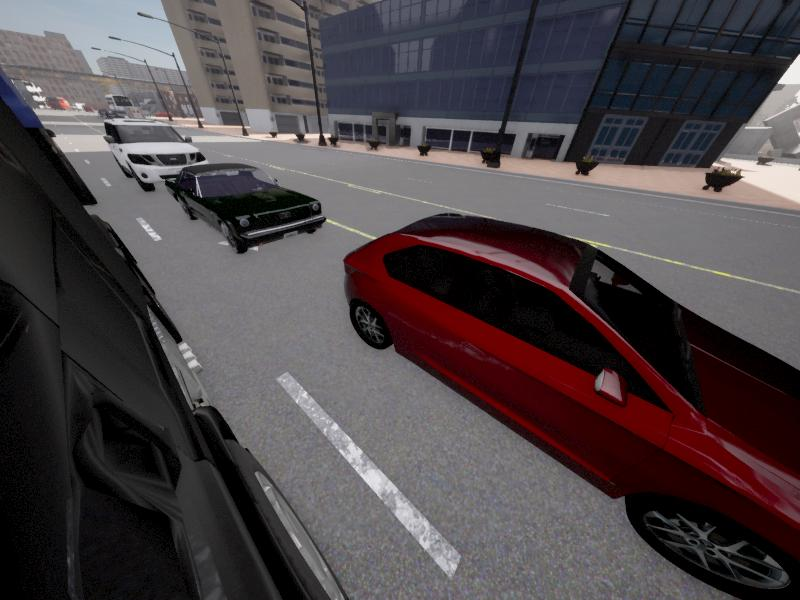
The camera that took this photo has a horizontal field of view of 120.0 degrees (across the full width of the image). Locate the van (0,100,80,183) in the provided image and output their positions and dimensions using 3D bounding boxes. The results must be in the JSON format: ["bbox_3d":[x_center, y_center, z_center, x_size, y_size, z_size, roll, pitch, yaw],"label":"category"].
[{"bbox_3d":[-16.571,-6.880,9.791,6.366,2.431,2.351,28,44,30],"label":"van"}]

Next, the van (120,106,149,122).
[{"bbox_3d":[-57.658,-40.372,50.139,6.366,2.431,2.351,29,44,28],"label":"van"}]

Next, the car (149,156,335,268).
[{"bbox_3d":[-3.915,-2.477,5.626,4.718,1.301,1.895,28,44,30],"label":"car"}]

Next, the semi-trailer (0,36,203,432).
[{"bbox_3d":[-8.755,-3.565,4.172,14.254,4.402,2.717,27,43,29],"label":"semi-trailer"}]

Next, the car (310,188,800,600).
[{"bbox_3d":[1.278,0.188,2.243,4.193,1.474,1.816,28,44,30],"label":"car"}]

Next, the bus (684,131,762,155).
[{"bbox_3d":[80.295,-39.410,57.886,10.273,4.253,3.944,12,38,11],"label":"bus"}]

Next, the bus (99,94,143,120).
[{"bbox_3d":[-66.088,-45.762,54.701,10.273,4.253,3.944,29,44,29],"label":"bus"}]

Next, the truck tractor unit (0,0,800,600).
[{"bbox_3d":[-2.645,-0.295,0.351,6.516,4.208,3.053,28,44,30],"label":"truck tractor unit"}]

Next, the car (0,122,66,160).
[{"bbox_3d":[-22.275,-9.523,13.726,4.902,1.511,2.128,28,44,30],"label":"car"}]

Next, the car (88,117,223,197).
[{"bbox_3d":[-9.754,-5.873,9.176,5.566,2.045,2.150,28,44,30],"label":"car"}]
